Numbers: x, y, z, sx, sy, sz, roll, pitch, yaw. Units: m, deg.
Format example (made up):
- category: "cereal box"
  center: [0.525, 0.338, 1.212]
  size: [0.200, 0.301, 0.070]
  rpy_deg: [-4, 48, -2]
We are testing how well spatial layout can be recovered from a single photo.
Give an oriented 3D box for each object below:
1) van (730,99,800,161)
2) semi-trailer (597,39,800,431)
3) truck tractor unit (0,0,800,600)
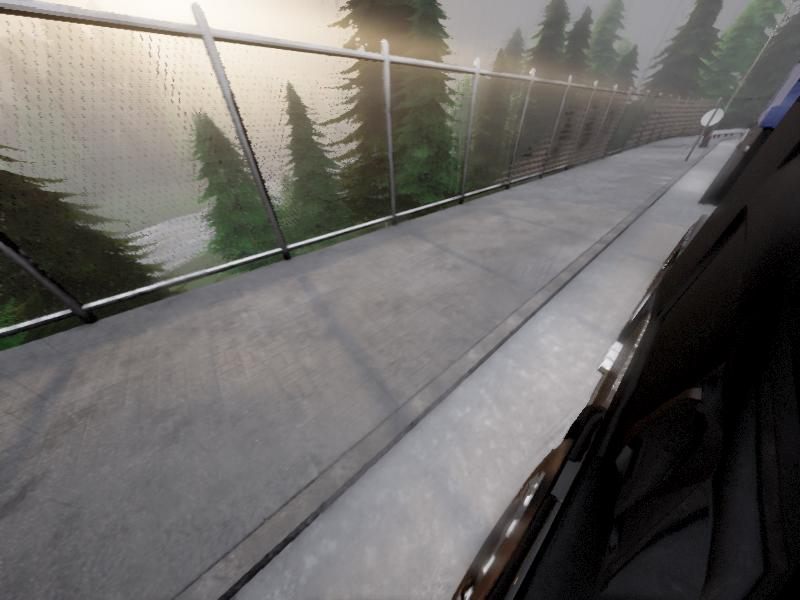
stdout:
- category: "van"
  center: [21.977, -9.985, 13.484]
  size: [5.915, 2.561, 1.988]
  rpy_deg: [-28, 44, -30]
- category: "semi-trailer"
  center: [8.721, -3.588, 4.207]
  size: [14.254, 4.402, 2.717]
  rpy_deg: [-28, 44, -30]
- category: "truck tractor unit"
  center: [2.645, -0.295, 0.352]
  size: [6.516, 4.208, 3.053]
  rpy_deg: [-28, 44, -30]
